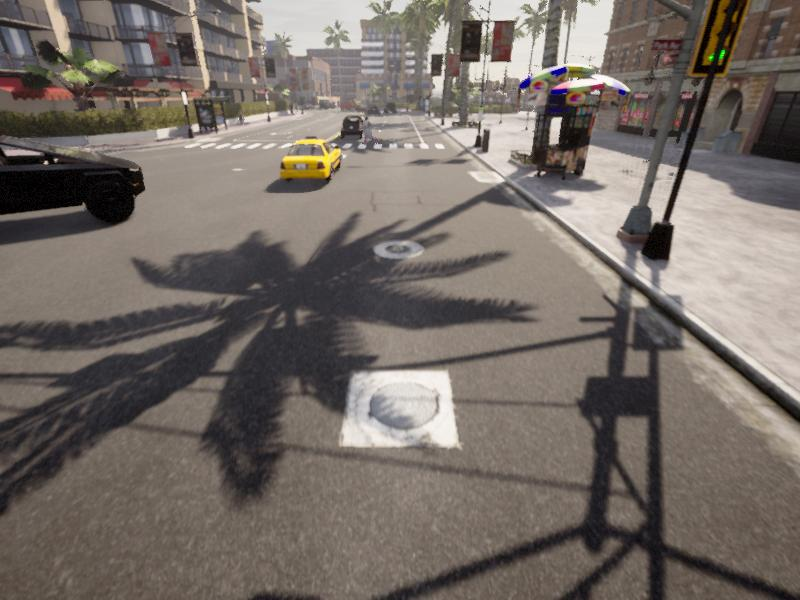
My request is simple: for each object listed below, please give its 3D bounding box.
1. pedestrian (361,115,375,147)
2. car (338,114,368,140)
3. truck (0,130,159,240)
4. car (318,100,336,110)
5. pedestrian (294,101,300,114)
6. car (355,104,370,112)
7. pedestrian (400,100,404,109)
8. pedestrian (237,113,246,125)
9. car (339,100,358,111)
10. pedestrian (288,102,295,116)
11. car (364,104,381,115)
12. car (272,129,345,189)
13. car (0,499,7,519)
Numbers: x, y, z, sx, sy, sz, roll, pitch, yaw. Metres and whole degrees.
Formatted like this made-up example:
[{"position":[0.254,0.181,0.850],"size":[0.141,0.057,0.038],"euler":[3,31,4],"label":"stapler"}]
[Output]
[{"position":[-2.090,-10.978,25.966],"size":[0.751,1.860,0.751],"euler":[-6,28,-11],"label":"pedestrian"},{"position":[-3.663,-13.851,31.896],"size":[1.851,1.617,3.988],"euler":[0,27,0],"label":"car"},{"position":[-9.888,-2.808,9.777],"size":[6.274,2.098,2.390],"euler":[-18,32,-31],"label":"truck"},{"position":[-16.333,-43.596,89.405],"size":[2.150,2.045,5.566],"euler":[-14,30,-25],"label":"car"},{"position":[-17.461,-32.701,67.946],"size":[0.751,1.860,0.751],"euler":[-10,29,-18],"label":"pedestrian"},{"position":[-7.483,-38.119,79.470],"size":[1.994,1.385,4.181],"euler":[-9,29,-18],"label":"car"},{"position":[0.470,-43.872,89.834],"size":[0.751,1.860,0.751],"euler":[-10,29,-19],"label":"pedestrian"},{"position":[-16.774,-19.135,42.311],"size":[0.500,1.100,0.500],"euler":[1,27,2],"label":"pedestrian"},{"position":[-11.382,-42.736,87.750],"size":[2.150,2.045,5.566],"euler":[-14,30,-25],"label":"car"},{"position":[-16.667,-29.376,61.463],"size":[0.751,1.860,0.751],"euler":[0,27,0],"label":"pedestrian"},{"position":[-4.912,-33.544,70.396],"size":[2.242,1.667,4.611],"euler":[-5,28,-11],"label":"car"},{"position":[-3.556,-5.991,16.597],"size":[1.801,1.575,5.366],"euler":[0,28,0],"label":"car"},{"position":[-3.974,2.009,0.738],"size":[2.097,1.767,4.553],"euler":[-3,27,-6],"label":"car"}]
